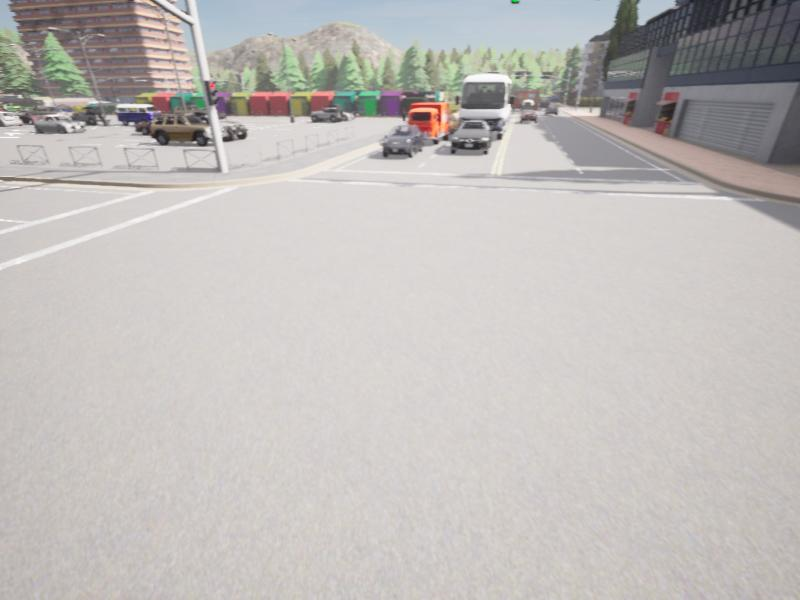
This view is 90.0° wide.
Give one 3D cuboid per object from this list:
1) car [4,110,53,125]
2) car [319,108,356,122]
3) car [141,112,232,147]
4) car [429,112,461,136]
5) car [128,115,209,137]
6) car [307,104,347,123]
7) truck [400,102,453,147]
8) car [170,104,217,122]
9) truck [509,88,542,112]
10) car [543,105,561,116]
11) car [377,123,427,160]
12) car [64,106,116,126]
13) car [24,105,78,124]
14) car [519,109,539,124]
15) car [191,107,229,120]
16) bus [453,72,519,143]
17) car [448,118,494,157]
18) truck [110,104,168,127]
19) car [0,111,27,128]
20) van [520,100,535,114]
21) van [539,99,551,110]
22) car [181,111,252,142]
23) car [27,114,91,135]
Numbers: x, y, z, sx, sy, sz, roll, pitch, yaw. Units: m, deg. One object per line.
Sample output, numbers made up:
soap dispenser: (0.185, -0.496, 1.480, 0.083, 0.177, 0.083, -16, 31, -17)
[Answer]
car: (-41.679, -20.489, 44.909, 3.905, 1.438, 1.784, 6, 28, 12)
car: (-7.414, -22.013, 47.530, 3.806, 1.475, 1.970, 6, 28, 12)
car: (-13.531, -10.895, 25.510, 4.605, 1.855, 1.932, 6, 28, 12)
car: (3.889, -15.096, 34.116, 1.801, 1.575, 5.366, 7, 28, 14)
car: (-18.386, -13.860, 31.832, 5.357, 1.415, 2.033, 6, 28, 12)
car: (-8.119, -20.936, 44.926, 3.866, 1.878, 1.905, 6, 28, 12)
truck: (1.926, -12.189, 27.531, 2.627, 2.467, 5.204, 7, 28, 13)
car: (-25.134, -22.771, 48.680, 4.605, 1.855, 1.932, 6, 28, 12)
truck: (23.098, -37.245, 74.392, 2.891, 3.827, 8.468, -1, 27, -2)
car: (22.891, -28.684, 60.443, 2.033, 1.411, 5.357, 7, 28, 14)
car: (0.200, -8.751, 21.909, 1.845, 1.501, 3.633, 6, 28, 13)
car: (-33.243, -19.764, 42.950, 3.866, 1.878, 1.905, 6, 28, 12)
car: (-41.086, -21.878, 47.137, 4.605, 1.855, 1.932, 6, 28, 12)
car: (14.906, -21.303, 46.336, 1.895, 1.301, 4.718, 7, 28, 14)
car: (-24.376, -23.869, 51.260, 3.905, 1.438, 1.784, 6, 28, 12)
bus: (6.996, -15.225, 31.417, 3.944, 4.253, 10.273, 7, 28, 14)
car: (4.304, -9.702, 23.604, 2.152, 1.651, 5.027, 6, 28, 12)
truck: (-27.048, -19.183, 41.538, 4.478, 2.038, 2.069, 6, 28, 12)
car: (-42.373, -19.169, 42.427, 3.806, 1.475, 1.970, 6, 28, 12)
van: (20.864, -31.623, 65.476, 2.069, 2.038, 4.480, 7, 28, 14)
van: (29.217, -39.539, 80.780, 1.775, 1.987, 4.442, 7, 28, 14)
car: (-12.785, -12.178, 27.996, 3.866, 1.878, 1.905, 6, 28, 12)
car: (-29.094, -15.009, 34.200, 3.806, 1.475, 1.970, 6, 28, 12)
